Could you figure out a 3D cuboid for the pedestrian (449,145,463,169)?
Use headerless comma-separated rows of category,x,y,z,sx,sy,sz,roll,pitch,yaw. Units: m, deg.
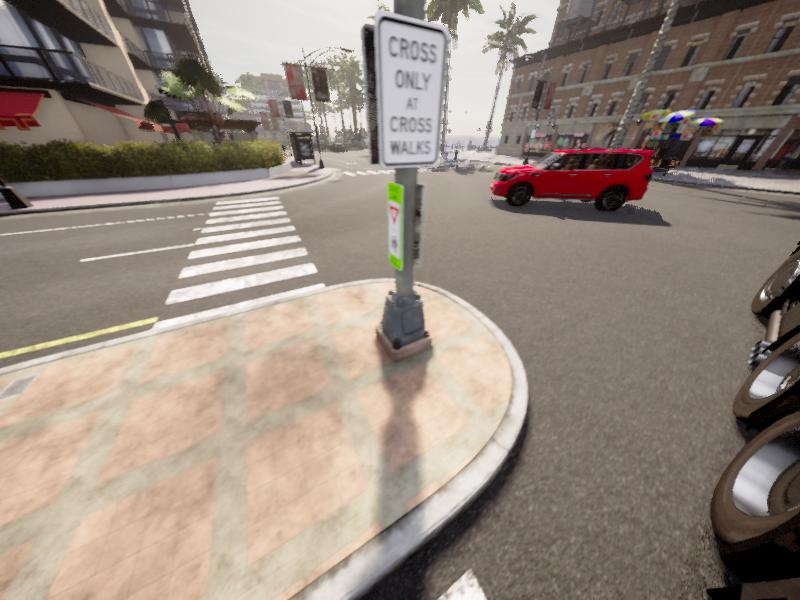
pedestrian,5.190,-13.320,21.576,0.751,1.860,0.751,-16,38,-22

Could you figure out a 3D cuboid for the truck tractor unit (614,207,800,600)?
truck tractor unit,5.013,-0.385,0.924,6.516,4.208,3.053,-22,40,-29

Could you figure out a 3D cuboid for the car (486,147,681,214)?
car,6.768,-5.038,9.528,5.566,2.045,2.150,7,35,10
